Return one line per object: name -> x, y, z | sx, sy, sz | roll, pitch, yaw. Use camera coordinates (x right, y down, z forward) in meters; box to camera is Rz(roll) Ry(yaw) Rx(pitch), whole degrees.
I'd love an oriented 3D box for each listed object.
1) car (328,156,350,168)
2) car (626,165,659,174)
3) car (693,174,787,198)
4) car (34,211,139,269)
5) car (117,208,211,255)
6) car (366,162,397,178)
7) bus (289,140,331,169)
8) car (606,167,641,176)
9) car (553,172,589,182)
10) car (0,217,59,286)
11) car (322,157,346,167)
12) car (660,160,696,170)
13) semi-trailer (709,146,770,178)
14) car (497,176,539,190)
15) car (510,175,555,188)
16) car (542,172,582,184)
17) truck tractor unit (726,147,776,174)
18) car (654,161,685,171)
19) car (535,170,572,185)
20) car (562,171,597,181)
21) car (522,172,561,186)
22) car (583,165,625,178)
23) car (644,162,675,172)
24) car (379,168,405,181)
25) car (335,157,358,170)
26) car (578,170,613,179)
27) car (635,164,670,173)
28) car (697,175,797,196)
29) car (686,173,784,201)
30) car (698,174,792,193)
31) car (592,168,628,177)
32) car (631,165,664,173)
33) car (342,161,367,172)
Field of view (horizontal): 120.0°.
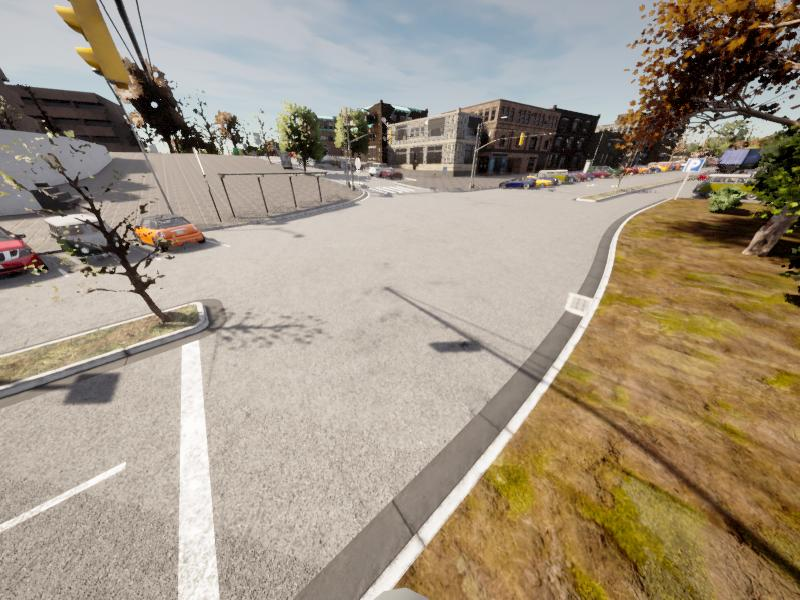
car -> -12.791, -29.317, 49.059 | 1.878, 1.987, 4.442 | 21, 37, 23
car -> 54.944, -29.664, 52.587 | 4.892, 1.521, 2.231 | 22, 38, 35
car -> 33.092, -11.306, 22.797 | 4.553, 1.767, 2.185 | 20, 37, 31
car -> -16.054, -3.211, 11.856 | 4.442, 1.987, 1.878 | 15, 34, 27
car -> -13.789, -4.164, 13.541 | 4.553, 1.767, 2.185 | 15, 35, 27
car -> -3.124, -22.424, 39.795 | 2.435, 2.045, 5.566 | 21, 37, 23
bus -> -18.412, -29.707, 47.014 | 3.944, 4.253, 10.273 | -23, 42, -34
car -> 47.102, -27.159, 48.787 | 5.008, 1.535, 2.097 | 21, 38, 34
car -> 29.144, -21.005, 39.471 | 4.674, 1.452, 2.002 | 19, 37, 32
car -> -18.453, -2.226, 10.271 | 5.566, 2.045, 2.435 | 15, 34, 27
car -> -14.577, -30.665, 51.280 | 1.946, 1.575, 5.366 | 21, 37, 23
car -> 73.317, -35.569, 61.045 | 5.566, 2.045, 2.435 | 22, 38, 36
semi-trailer -> 61.255, -24.946, 41.578 | 14.254, 4.402, 2.717 | -18, 34, -25
car -> 16.543, -16.502, 32.563 | 4.792, 1.488, 2.163 | 18, 36, 31
car -> 19.246, -17.332, 33.735 | 5.366, 1.575, 1.946 | 18, 36, 31
car -> 26.611, -20.140, 38.075 | 4.892, 1.521, 2.231 | 19, 36, 32
truck tractor unit -> 68.111, -27.052, 44.933 | 6.516, 4.208, 3.053 | -17, 34, -24
car -> 68.170, -33.897, 58.556 | 4.442, 1.987, 1.878 | 22, 38, 35
car -> 24.186, -19.390, 36.497 | 4.442, 1.987, 1.878 | 19, 36, 31
car -> 31.680, -21.906, 40.851 | 4.674, 1.452, 2.002 | 19, 36, 32
car -> 21.562, -18.424, 35.211 | 4.553, 1.767, 2.185 | 19, 36, 31
car -> 39.365, -24.796, 44.732 | 5.566, 2.045, 2.435 | 20, 37, 33
car -> 62.903, -32.281, 56.119 | 4.442, 1.987, 1.878 | 22, 38, 35
car -> -1.231, -20.775, 38.067 | 2.002, 1.452, 4.674 | 21, 37, 23
car -> -10.866, -27.919, 47.185 | 1.878, 1.987, 4.442 | 21, 37, 23
car -> 36.781, -23.674, 43.552 | 4.674, 1.452, 2.002 | 20, 37, 33
car -> 60.044, -31.365, 55.174 | 5.366, 1.575, 1.946 | 22, 38, 35
car -> 35.730, -12.037, 24.127 | 5.366, 1.575, 1.946 | 21, 37, 31
car -> 30.571, -10.506, 21.390 | 4.442, 1.987, 1.878 | 20, 38, 31
car -> 37.900, -13.039, 25.682 | 5.366, 1.575, 1.946 | 21, 38, 31
car -> 41.921, -25.455, 46.197 | 5.008, 1.535, 2.097 | 20, 37, 33
car -> 57.558, -30.497, 53.847 | 5.008, 1.535, 2.097 | 22, 37, 35
car -> -8.914, -26.385, 45.522 | 2.231, 1.521, 4.892 | 21, 37, 23
